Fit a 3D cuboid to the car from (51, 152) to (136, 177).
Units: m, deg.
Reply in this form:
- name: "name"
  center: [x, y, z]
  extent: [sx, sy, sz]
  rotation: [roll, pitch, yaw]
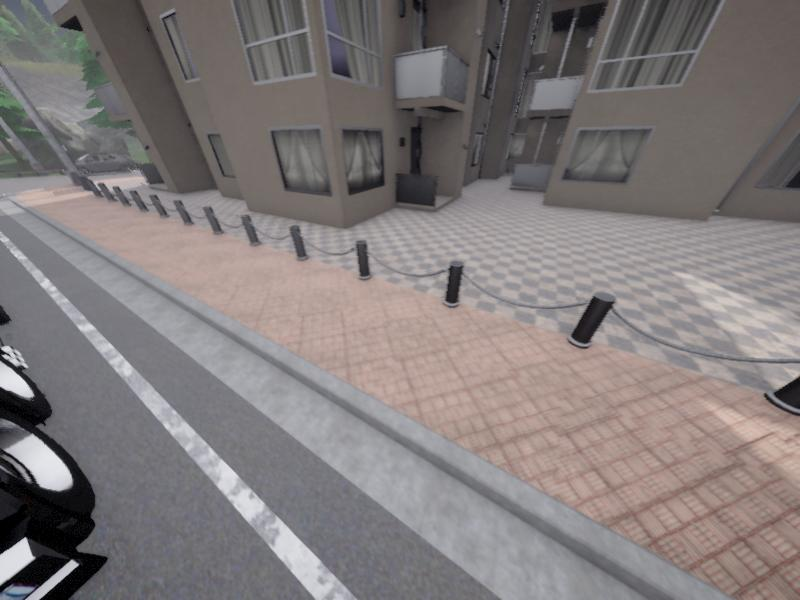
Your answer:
- name: "car"
  center: [-25.094, -11.243, 19.088]
  extent: [1.845, 1.501, 3.633]
  rotation: [17, 38, 24]

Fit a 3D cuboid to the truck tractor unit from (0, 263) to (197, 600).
- name: "truck tractor unit"
  center: [-5.113, -0.297, 0.788]
  extent: [6.516, 4.208, 3.053]
  rotation: [18, 39, 24]
